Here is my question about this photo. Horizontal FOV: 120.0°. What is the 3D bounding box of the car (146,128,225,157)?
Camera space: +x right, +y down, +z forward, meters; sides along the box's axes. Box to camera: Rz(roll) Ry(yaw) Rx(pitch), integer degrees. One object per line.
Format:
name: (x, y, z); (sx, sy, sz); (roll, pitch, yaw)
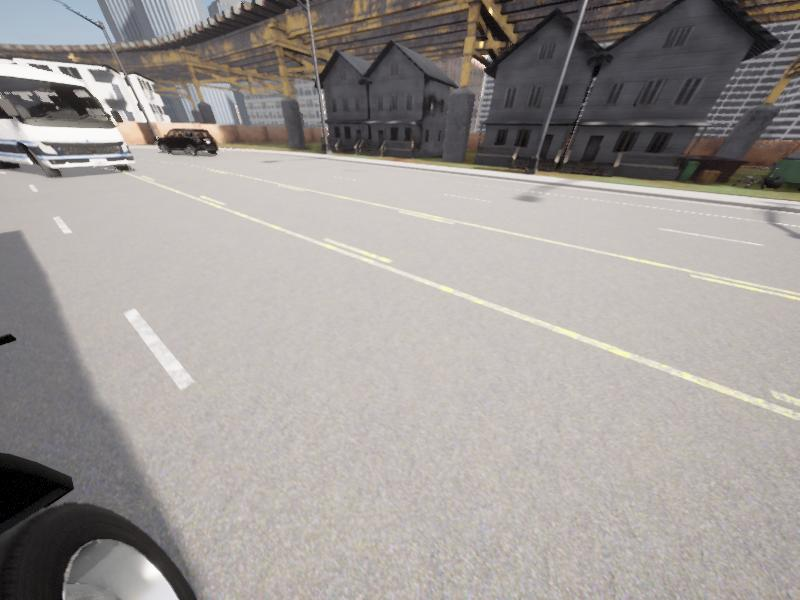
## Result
car: (-20.037, -14.834, 21.709); (5.566, 2.045, 2.150); (11, 37, 13)

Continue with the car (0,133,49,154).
car: (-34.982, -13.487, 19.812); (5.357, 1.411, 2.033); (-4, 36, -7)

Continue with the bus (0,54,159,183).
bus: (-19.571, -9.283, 12.206); (10.273, 4.253, 3.944); (14, 37, 16)
